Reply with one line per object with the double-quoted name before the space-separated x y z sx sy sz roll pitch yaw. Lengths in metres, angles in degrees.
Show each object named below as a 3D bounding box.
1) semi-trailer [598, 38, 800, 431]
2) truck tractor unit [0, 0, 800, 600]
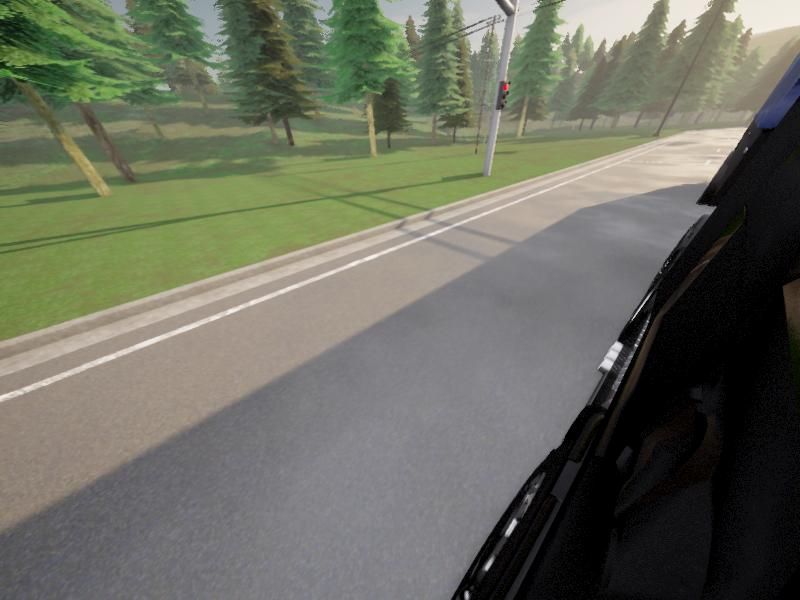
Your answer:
"semi-trailer" 8.696 -3.603 4.234 14.254 4.402 2.717 -28 43 -30
"truck tractor unit" 2.645 -0.295 0.352 6.516 4.208 3.053 -28 44 -30
